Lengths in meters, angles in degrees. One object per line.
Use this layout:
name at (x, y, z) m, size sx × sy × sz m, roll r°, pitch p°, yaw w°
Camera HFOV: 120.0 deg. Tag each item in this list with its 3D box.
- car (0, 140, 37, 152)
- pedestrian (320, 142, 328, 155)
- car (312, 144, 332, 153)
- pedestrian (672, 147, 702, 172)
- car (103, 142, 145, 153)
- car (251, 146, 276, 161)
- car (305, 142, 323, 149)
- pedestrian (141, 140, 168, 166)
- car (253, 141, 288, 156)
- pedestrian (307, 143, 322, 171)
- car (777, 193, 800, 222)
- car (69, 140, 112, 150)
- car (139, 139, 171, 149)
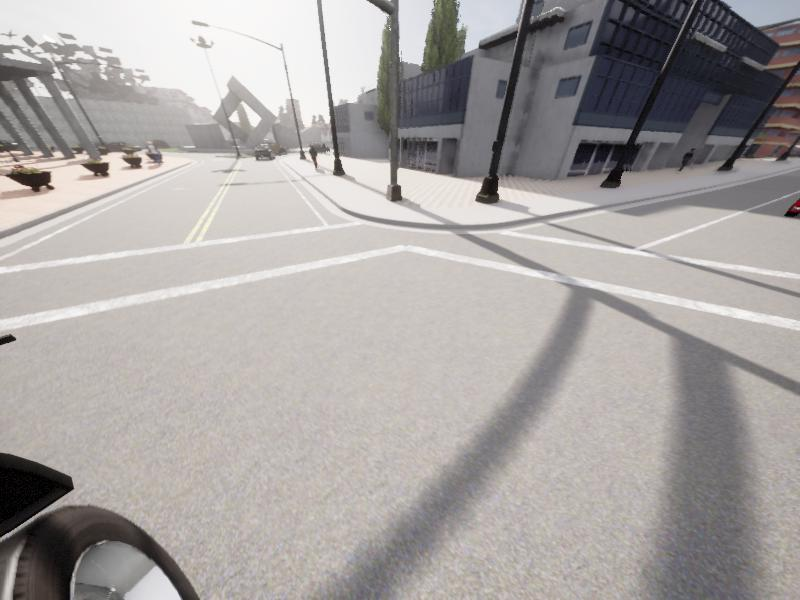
car at (-61.831, -24.394, 36.605) m, size 3.988 × 1.617 × 1.851 m, roll -11°, pitch 36°, yaw -16°
pedestrian at (-12.908, -25.751, 39.238) m, size 0.751 × 1.860 × 0.751 m, roll 7°, pitch 35°, yaw 9°
car at (-16.511, -32.272, 49.233) m, size 1.845 × 1.501 × 3.633 m, roll 16°, pitch 37°, yaw 20°
pedestrian at (25.434, -12.438, 20.503) m, size 0.751 × 1.860 × 0.751 m, roll -18°, pitch 39°, yaw -26°
car at (-49.298, -27.303, 41.330) m, size 5.027 × 1.651 × 2.152 m, roll 7°, pitch 35°, yaw 8°
car at (-18.226, -19.823, 31.096) m, size 1.837 × 1.490 × 4.892 m, roll -9°, pitch 36°, yaw -14°
car at (-27.185, -48.640, 72.791) m, size 4.611 × 1.667 × 2.242 m, roll 11°, pitch 36°, yaw 14°
pedestrian at (-21.160, -12.663, 19.966) m, size 0.751 × 1.860 × 0.751 m, roll -16°, pitch 38°, yaw -23°
car at (-21.655, -25.465, 38.876) m, size 4.605 × 1.855 × 1.932 m, roll -19°, pitch 39°, yaw -28°
pedestrian at (-6.929, -11.541, 18.698) m, size 0.751 × 1.860 × 0.751 m, roll -13°, pitch 37°, yaw -19°
car at (16.845, -3.833, 8.648) m, size 4.193 × 1.474 × 1.816 m, roll -16°, pitch 38°, yaw -23°
car at (-66.136, -33.232, 49.532) m, size 5.027 × 1.651 × 2.152 m, roll -23°, pitch 41°, yaw -31°
car at (-59.264, -37.792, 55.952) m, size 2.097 × 1.767 × 4.553 m, roll 19°, pitch 39°, yaw 25°
